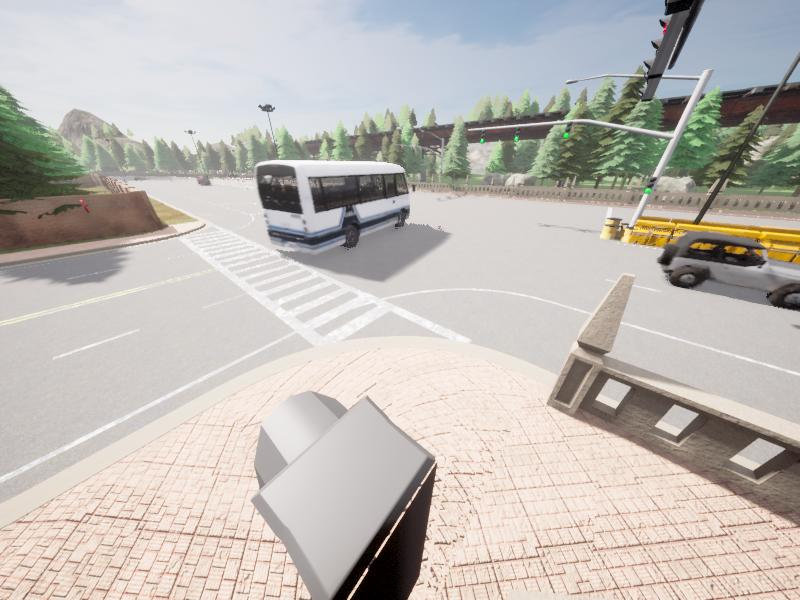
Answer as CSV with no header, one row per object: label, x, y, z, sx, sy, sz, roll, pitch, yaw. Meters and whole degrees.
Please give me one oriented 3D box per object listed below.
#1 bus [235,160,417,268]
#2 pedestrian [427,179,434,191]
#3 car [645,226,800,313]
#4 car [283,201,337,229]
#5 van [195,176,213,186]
bus,-3.011,-6.060,14.251,3.944,4.253,10.273,16,34,24
pedestrian,5.640,-21.286,42.661,0.751,1.860,0.751,24,38,35
car,12.013,-1.273,8.321,3.866,1.878,1.905,23,37,34
car,-7.286,-6.937,18.652,4.181,1.385,1.994,24,37,35
van,-47.587,-28.861,56.008,4.442,1.987,1.775,23,37,34
